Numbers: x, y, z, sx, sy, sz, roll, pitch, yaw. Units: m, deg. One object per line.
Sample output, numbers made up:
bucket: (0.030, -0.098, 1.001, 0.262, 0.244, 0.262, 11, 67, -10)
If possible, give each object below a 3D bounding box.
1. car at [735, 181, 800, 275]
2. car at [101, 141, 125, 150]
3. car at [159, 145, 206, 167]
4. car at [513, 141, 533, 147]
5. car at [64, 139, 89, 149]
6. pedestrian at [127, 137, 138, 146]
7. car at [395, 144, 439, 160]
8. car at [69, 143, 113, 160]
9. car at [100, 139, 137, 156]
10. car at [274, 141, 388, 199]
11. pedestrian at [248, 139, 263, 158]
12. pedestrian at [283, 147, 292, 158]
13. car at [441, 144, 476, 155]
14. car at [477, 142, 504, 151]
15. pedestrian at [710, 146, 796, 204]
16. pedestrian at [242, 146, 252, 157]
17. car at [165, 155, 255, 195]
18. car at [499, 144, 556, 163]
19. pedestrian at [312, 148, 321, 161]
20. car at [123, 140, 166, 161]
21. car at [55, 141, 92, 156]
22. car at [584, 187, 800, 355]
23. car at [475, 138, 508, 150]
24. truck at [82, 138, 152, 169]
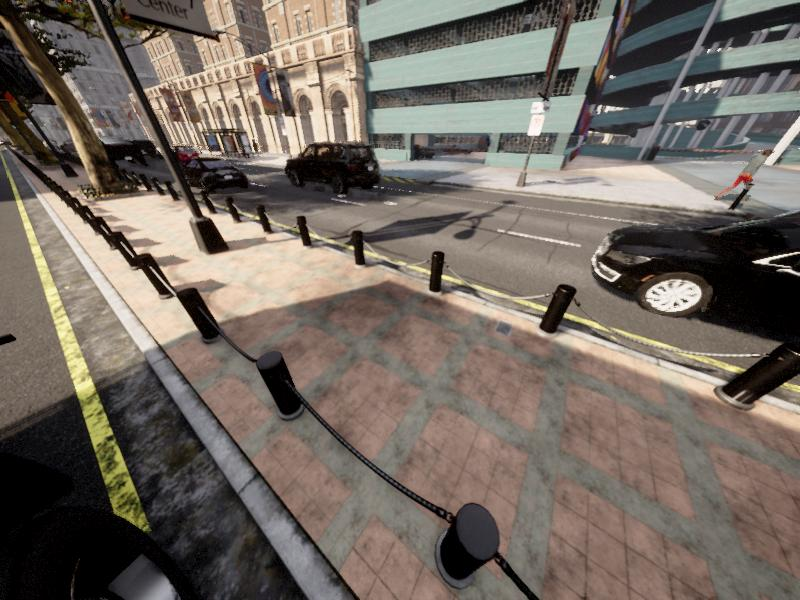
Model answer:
car: (9.939, -1.049, 4.196, 3.806, 1.475, 1.970, 22, 41, 28)
car: (-56.319, -30.289, 45.328, 4.718, 1.301, 1.895, 22, 41, 28)
car: (-19.993, -13.278, 21.245, 3.705, 1.549, 1.789, 22, 41, 28)
car: (37.077, -47.151, 69.816, 4.892, 1.490, 1.837, 22, 41, 28)
car: (-68.791, -33.228, 49.107, 4.856, 1.649, 2.033, 22, 41, 28)
pedestrian: (-68.340, -40.523, 58.972, 0.751, 1.860, 0.751, -6, 36, -9)
car: (2.023, -17.950, 27.954, 4.786, 1.482, 2.161, 22, 41, 28)
car: (-36.117, -17.384, 26.992, 4.902, 1.511, 2.128, 22, 41, 28)
car: (-39.185, -21.255, 32.146, 4.605, 1.855, 1.932, 22, 41, 27)
car: (-3.501, -6.751, 11.693, 5.566, 2.045, 2.150, 23, 41, 28)
pedestrian: (-16.648, -17.470, 26.656, 0.751, 1.860, 0.751, 23, 41, 29)
pedestrian: (-13.114, -17.202, 26.962, 0.500, 1.100, 0.500, 8, 36, 11)
car: (9.015, -23.220, 35.576, 4.718, 1.301, 1.895, 22, 41, 28)
car: (18.892, -32.242, 48.383, 4.514, 1.523, 2.007, 22, 41, 28)
pedestrian: (13.450, -4.805, 8.915, 0.751, 1.860, 0.751, 10, 36, 14)
pedestrian: (-18.907, -18.404, 28.623, 0.500, 1.100, 0.500, 14, 37, 19)
car: (-9.912, -6.634, 12.062, 4.181, 1.385, 1.994, 22, 41, 28)
car: (13.880, -16.054, 25.287, 4.902, 1.511, 2.128, 22, 41, 28)
pedestrian: (-8.820, -15.406, 24.447, 0.500, 1.100, 0.500, 29, 44, 35)
car: (-29.311, -17.227, 26.496, 3.866, 1.878, 1.905, 22, 41, 27)
car: (-46.864, -21.778, 33.133, 5.027, 1.651, 2.152, 22, 41, 28)
car: (5.749, -0.303, 3.091, 4.892, 1.490, 1.837, 22, 41, 28)
car: (18.942, -32.543, 48.131, 5.566, 2.045, 2.435, 22, 41, 28)
truck: (-25.339, -13.220, 20.655, 6.274, 2.098, 2.390, 22, 41, 28)
